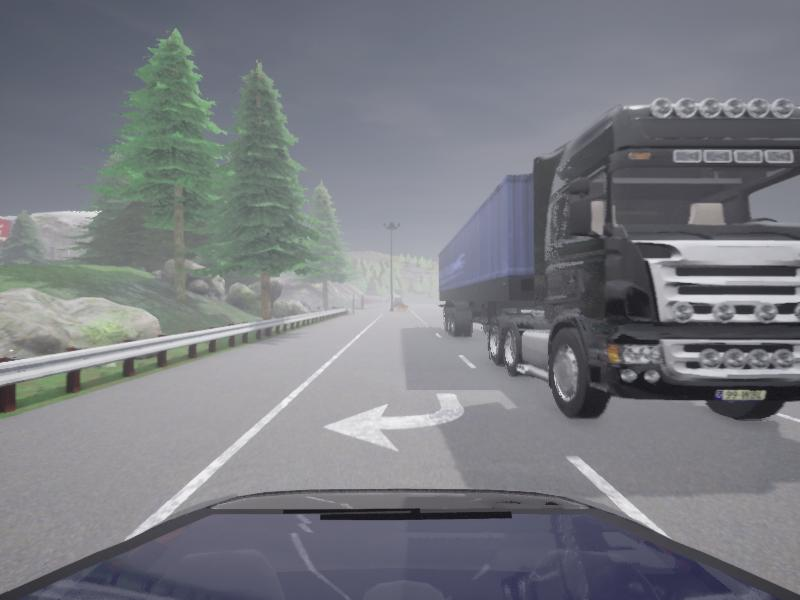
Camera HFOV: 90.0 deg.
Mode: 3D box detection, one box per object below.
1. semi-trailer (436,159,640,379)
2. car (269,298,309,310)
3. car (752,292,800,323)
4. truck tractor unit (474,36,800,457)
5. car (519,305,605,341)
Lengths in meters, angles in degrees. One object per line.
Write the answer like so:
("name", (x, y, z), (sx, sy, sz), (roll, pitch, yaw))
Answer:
("semi-trailer", (3.428, -0.649, 15.187), (2.717, 4.402, 14.254), (-1, 0, 0))
("car", (-15.472, 0.556, 55.771), (4.974, 1.542, 2.038), (0, 0, 0))
("car", (27.921, 0.525, 27.724), (2.150, 2.045, 5.566), (0, -1, 0))
("truck tractor unit", (3.478, -0.531, 7.271), (3.053, 4.208, 6.516), (0, 0, 0))
("car", (6.946, 0.919, 17.768), (1.895, 1.301, 4.718), (0, 0, 0))
